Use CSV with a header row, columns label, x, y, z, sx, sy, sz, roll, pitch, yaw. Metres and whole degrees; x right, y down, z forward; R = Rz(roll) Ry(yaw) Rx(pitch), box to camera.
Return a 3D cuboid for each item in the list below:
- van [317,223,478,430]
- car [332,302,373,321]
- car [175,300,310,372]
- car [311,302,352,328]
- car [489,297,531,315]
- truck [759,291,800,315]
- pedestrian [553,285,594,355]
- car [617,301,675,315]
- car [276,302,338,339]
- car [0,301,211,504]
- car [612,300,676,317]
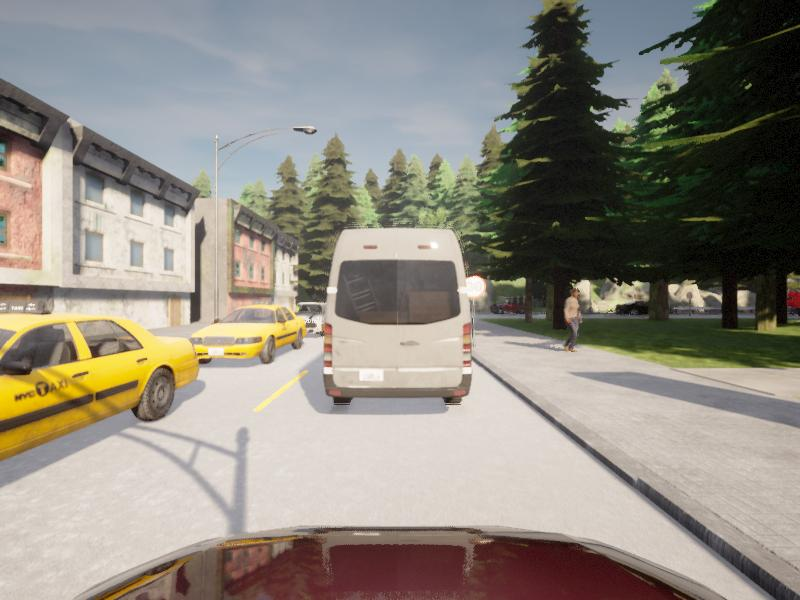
label,x,y,z,sx,sy,sz,roll,pitch,yaw
van,-0.042,0.323,7.911,1.988,2.561,5.915,0,0,0
car,-3.759,0.869,32.275,1.812,1.442,4.674,0,0,13
car,-4.067,0.801,11.497,1.801,1.575,5.366,0,0,0
car,-4.149,0.868,24.963,1.812,1.442,4.674,0,0,0
car,11.607,0.643,42.283,3.866,1.878,1.905,0,0,-2
truck,42.028,0.354,42.687,5.204,2.467,2.627,0,0,-1
pedestrian,4.833,0.532,11.180,0.751,1.860,0.751,0,0,-22
car,26.035,0.832,42.496,4.902,1.511,2.128,0,0,-1
car,-4.110,0.852,18.394,1.970,1.475,3.806,0,0,0
car,-4.023,0.801,3.951,1.801,1.575,5.366,0,0,0
car,23.422,0.820,38.470,5.008,1.535,1.882,0,0,-1
